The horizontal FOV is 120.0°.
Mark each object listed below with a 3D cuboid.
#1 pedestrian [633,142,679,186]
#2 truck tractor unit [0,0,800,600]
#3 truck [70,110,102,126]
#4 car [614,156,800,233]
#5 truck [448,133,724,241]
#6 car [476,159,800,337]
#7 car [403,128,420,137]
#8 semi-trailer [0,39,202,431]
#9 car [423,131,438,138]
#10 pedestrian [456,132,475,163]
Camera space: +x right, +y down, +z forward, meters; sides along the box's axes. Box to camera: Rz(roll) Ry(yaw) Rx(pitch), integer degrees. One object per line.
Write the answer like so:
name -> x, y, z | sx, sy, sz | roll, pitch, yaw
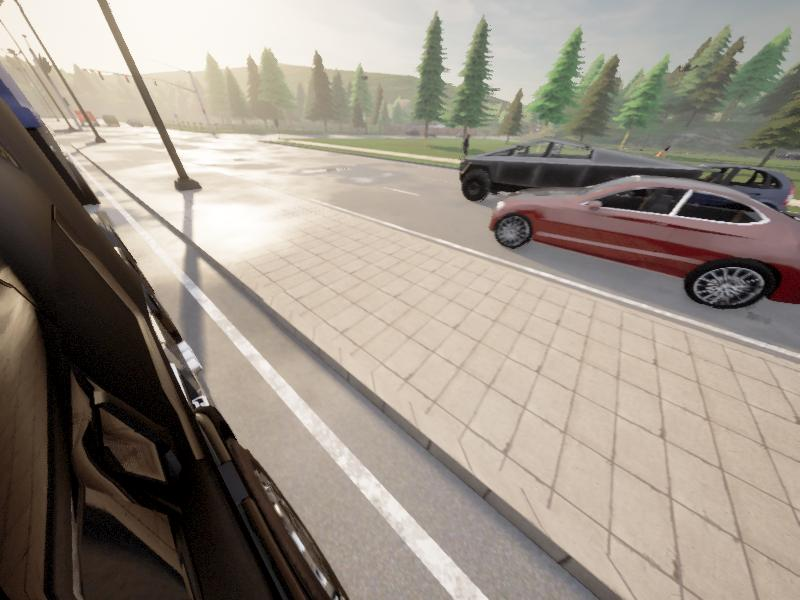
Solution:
pedestrian -> 13.459, -7.183, 12.225 | 0.751, 1.860, 0.751 | 22, 41, 24
truck tractor unit -> -2.645, -0.295, 0.351 | 6.516, 4.208, 3.053 | 28, 44, 30
truck -> -64.172, -37.121, 47.163 | 5.204, 2.467, 2.627 | 27, 43, 29
car -> 10.534, -3.915, 8.188 | 3.988, 1.617, 1.851 | 27, 43, 29
truck -> 5.157, -4.194, 7.816 | 6.274, 2.098, 2.390 | 27, 43, 29
car -> 4.552, -1.607, 4.724 | 5.027, 1.651, 2.152 | 27, 43, 29
car -> 3.663, -51.736, 71.232 | 2.150, 2.045, 5.566 | 28, 43, 29
semi-trailer -> -8.734, -3.577, 4.196 | 14.254, 4.402, 2.717 | 28, 44, 29
car -> 8.865, -48.562, 67.765 | 1.837, 1.490, 4.892 | 28, 43, 29
pedestrian -> 4.950, -11.512, 17.476 | 0.751, 1.860, 0.751 | 27, 43, 29
